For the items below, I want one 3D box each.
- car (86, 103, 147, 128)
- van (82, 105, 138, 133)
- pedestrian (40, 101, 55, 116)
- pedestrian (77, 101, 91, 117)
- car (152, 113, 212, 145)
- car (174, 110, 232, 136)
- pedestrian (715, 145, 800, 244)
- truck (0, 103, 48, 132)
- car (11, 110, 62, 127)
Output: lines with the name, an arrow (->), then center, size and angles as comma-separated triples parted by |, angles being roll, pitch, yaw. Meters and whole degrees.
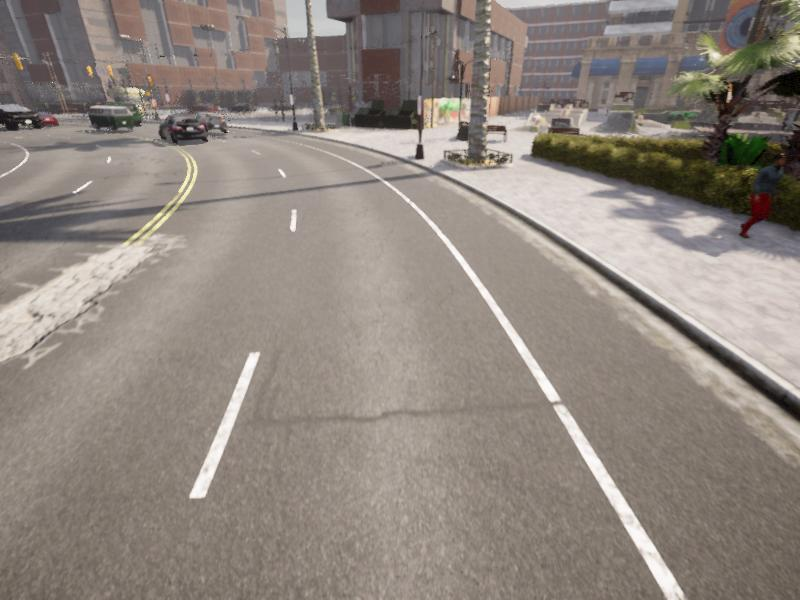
car -> -28.215, -18.436, 39.855 | 5.566, 2.045, 2.150 | 14, 30, 25
van -> -25.207, -15.757, 34.763 | 4.442, 1.987, 1.775 | 16, 31, 27
pedestrian -> -48.003, -26.113, 54.474 | 0.751, 1.860, 0.751 | 15, 31, 26
pedestrian -> -41.873, -25.375, 53.050 | 0.751, 1.860, 0.751 | 12, 30, 22
car -> -15.114, -11.881, 27.632 | 2.242, 1.667, 4.611 | -21, 34, -35
car -> -16.213, -14.576, 32.875 | 5.027, 1.651, 2.152 | 23, 35, 37
pedestrian -> 7.596, -2.206, 8.394 | 0.751, 1.860, 0.751 | -4, 28, -7
truck -> -35.397, -16.575, 36.218 | 6.274, 2.098, 2.390 | 13, 30, 23
car -> -36.641, -18.305, 40.344 | 4.181, 1.385, 1.994 | 13, 30, 24
